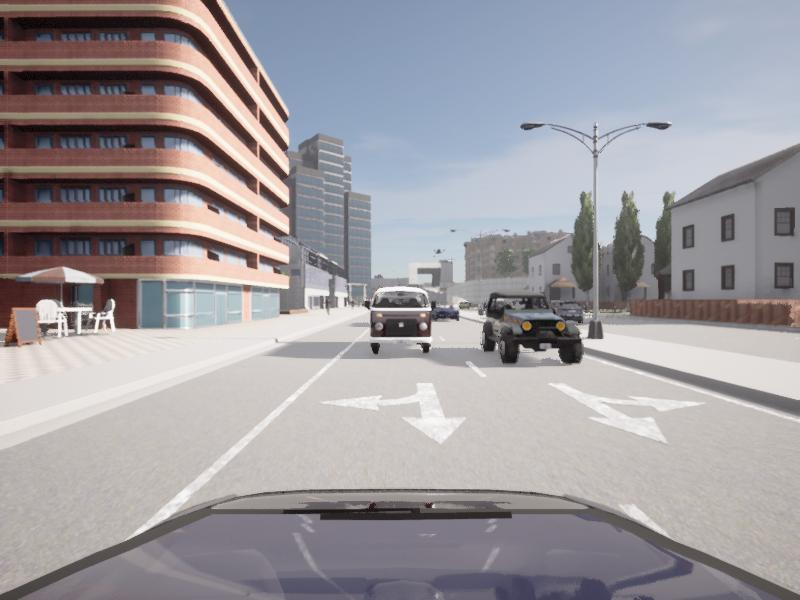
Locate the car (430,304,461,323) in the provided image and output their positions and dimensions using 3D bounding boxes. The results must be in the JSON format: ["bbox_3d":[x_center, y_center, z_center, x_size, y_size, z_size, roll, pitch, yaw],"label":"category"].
[{"bbox_3d":[3.508,1.012,31.522,1.895,1.301,4.718,0,0,0],"label":"car"}]

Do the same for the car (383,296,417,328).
[{"bbox_3d":[0.011,0.707,25.506,1.932,1.855,4.605,0,0,0],"label":"car"}]

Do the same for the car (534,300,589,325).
[{"bbox_3d":[11.506,0.840,28.989,2.033,1.649,4.856,0,0,0],"label":"car"}]

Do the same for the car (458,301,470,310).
[{"bbox_3d":[12.093,1.023,75.516,2.007,1.525,4.514,0,0,9],"label":"car"}]

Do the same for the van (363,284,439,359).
[{"bbox_3d":[-0.018,0.604,13.077,2.069,2.038,4.480,0,-1,-1],"label":"van"}]

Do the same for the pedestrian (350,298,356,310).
[{"bbox_3d":[-7.008,0.610,59.807,0.751,1.860,0.751,0,0,1],"label":"pedestrian"}]

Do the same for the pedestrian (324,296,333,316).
[{"bbox_3d":[-6.792,0.566,37.841,0.751,1.860,0.751,0,0,-2],"label":"pedestrian"}]

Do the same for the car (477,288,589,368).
[{"bbox_3d":[3.501,0.672,11.352,1.905,1.878,3.866,0,0,0],"label":"car"}]
